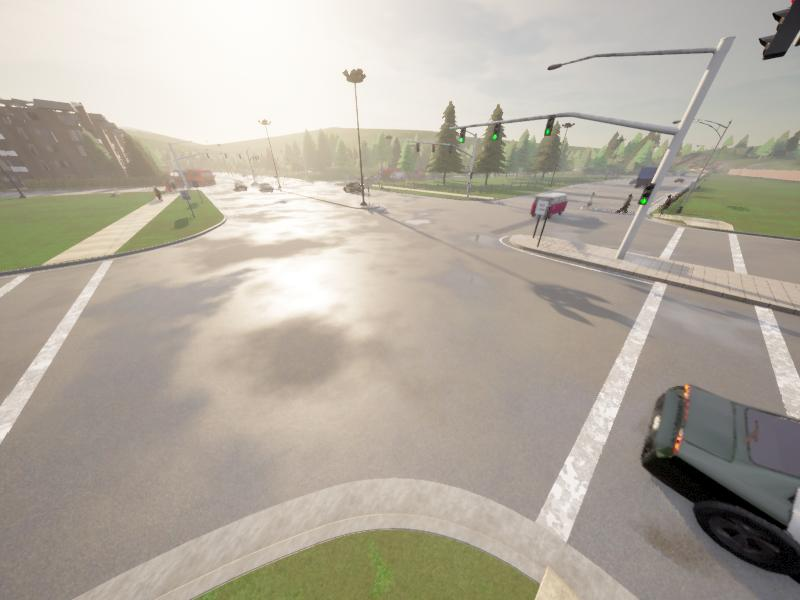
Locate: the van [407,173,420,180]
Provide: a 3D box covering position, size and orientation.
[{"bbox_3d":[4.944,-45.125,84.538,4.442,1.987,1.775,-23,37,-34],"label":"van"}]

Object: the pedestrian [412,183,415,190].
[{"bbox_3d":[2.715,-22.657,46.156,0.500,1.100,0.500,-20,36,-31],"label":"pedestrian"}]

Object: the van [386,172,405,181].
[{"bbox_3d":[-1.429,-42.641,79.795,6.366,2.431,2.351,-23,37,-34],"label":"van"}]

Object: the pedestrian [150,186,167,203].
[{"bbox_3d":[-30.776,-13.456,29.459,0.751,1.860,0.751,-19,35,-29],"label":"pedestrian"}]

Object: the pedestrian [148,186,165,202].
[{"bbox_3d":[-31.484,-13.693,29.868,0.751,1.860,0.751,-16,34,-26],"label":"pedestrian"}]

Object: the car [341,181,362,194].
[{"bbox_3d":[-8.902,-20.741,42.410,1.905,1.878,3.866,-22,37,-34],"label":"car"}]

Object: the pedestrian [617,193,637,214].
[{"bbox_3d":[23.188,-9.920,23.639,0.751,1.860,0.751,-21,36,-32],"label":"pedestrian"}]

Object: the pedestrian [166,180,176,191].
[{"bbox_3d":[-43.003,-21.510,43.408,0.751,1.860,0.751,-20,35,-30],"label":"pedestrian"}]

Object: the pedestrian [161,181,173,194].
[{"bbox_3d":[-39.548,-19.124,39.276,0.751,1.860,0.751,-20,36,-31],"label":"pedestrian"}]

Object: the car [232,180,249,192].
[{"bbox_3d":[-31.748,-22.773,45.939,1.905,1.878,3.866,-22,37,-34],"label":"car"}]

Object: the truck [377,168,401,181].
[{"bbox_3d":[-3.701,-44.580,81.756,8.468,3.827,2.891,-23,37,-34],"label":"truck"}]

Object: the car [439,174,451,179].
[{"bbox_3d":[18.273,-50.508,94.356,4.892,1.490,1.837,-23,37,-34],"label":"car"}]

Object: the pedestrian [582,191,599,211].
[{"bbox_3d":[20.791,-10.837,25.228,0.751,1.860,0.751,-26,39,-37],"label":"pedestrian"}]

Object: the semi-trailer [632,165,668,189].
[{"bbox_3d":[57.731,-28.441,53.203,14.254,4.402,2.717,-23,37,-34],"label":"semi-trailer"}]

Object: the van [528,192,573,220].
[{"bbox_3d":[14.397,-9.072,22.092,4.442,1.987,1.775,-23,37,-34],"label":"van"}]

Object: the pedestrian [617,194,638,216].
[{"bbox_3d":[22.275,-9.357,22.664,0.751,1.860,0.751,-20,36,-31],"label":"pedestrian"}]

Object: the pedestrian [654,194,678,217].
[{"bbox_3d":[24.224,-8.604,21.055,0.751,1.860,0.751,24,38,35],"label":"pedestrian"}]

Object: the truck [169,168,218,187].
[{"bbox_3d":[-50.936,-30.530,57.412,2.891,3.827,8.468,6,31,10],"label":"truck"}]

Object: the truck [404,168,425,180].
[{"bbox_3d":[5.590,-48.481,88.512,8.468,3.827,2.891,-23,37,-34],"label":"truck"}]

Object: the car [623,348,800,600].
[{"bbox_3d":[5.748,2.744,2.022,2.038,1.542,4.974,-22,37,-34],"label":"car"}]

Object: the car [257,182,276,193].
[{"bbox_3d":[-25.857,-21.801,44.623,1.837,1.490,4.892,-22,37,-34],"label":"car"}]
